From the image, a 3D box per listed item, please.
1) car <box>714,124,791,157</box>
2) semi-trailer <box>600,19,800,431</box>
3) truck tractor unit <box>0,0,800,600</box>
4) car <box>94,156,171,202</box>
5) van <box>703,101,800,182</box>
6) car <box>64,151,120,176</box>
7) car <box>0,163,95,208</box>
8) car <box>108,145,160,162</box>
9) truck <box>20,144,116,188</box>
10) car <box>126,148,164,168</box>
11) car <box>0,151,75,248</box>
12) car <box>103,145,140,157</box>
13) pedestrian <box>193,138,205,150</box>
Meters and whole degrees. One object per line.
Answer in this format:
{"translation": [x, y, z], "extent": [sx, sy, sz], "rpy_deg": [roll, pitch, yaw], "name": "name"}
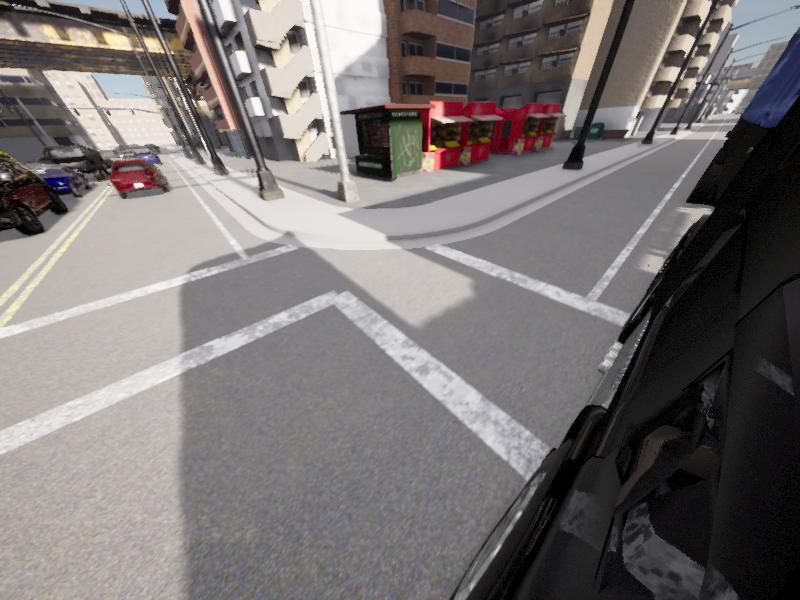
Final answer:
{"translation": [23.406, -10.793, 15.539], "extent": [4.902, 1.511, 2.128], "rpy_deg": [-29, 44, -32], "name": "car"}
{"translation": [8.588, -3.674, 4.338], "extent": [14.254, 4.402, 2.717], "rpy_deg": [-29, 44, -31], "name": "semi-trailer"}
{"translation": [2.645, -0.295, 0.351], "extent": [6.516, 4.208, 3.053], "rpy_deg": [-28, 44, -30], "name": "truck tractor unit"}
{"translation": [-13.461, -6.369, 11.877], "extent": [1.812, 1.442, 4.674], "rpy_deg": [-29, 44, -30], "name": "car"}
{"translation": [16.416, -7.229, 10.334], "extent": [6.366, 2.431, 2.351], "rpy_deg": [-29, 44, -31], "name": "van"}
{"translation": [-28.064, -12.640, 21.265], "extent": [2.163, 1.488, 4.792], "rpy_deg": [-29, 44, -31], "name": "car"}
{"translation": [-17.990, -6.057, 11.923], "extent": [1.895, 1.301, 4.718], "rpy_deg": [-30, 44, -31], "name": "car"}
{"translation": [-38.172, -21.230, 33.405], "extent": [2.128, 1.511, 4.902], "rpy_deg": [-3, 37, 0], "name": "car"}
{"translation": [-23.318, -9.829, 16.662], "extent": [2.390, 2.098, 6.274], "rpy_deg": [-29, 44, -30], "name": "truck"}
{"translation": [-27.246, -15.282, 24.716], "extent": [2.163, 1.488, 4.792], "rpy_deg": [-31, 45, -32], "name": "car"}
{"translation": [-13.156, -3.227, 7.176], "extent": [2.150, 2.045, 5.566], "rpy_deg": [-30, 44, -31], "name": "car"}
{"translation": [-51.729, -27.809, 43.092], "extent": [2.038, 1.542, 4.974], "rpy_deg": [-12, 38, -12], "name": "car"}
{"translation": [-40.435, -31.354, 46.454], "extent": [0.751, 1.860, 0.751], "rpy_deg": [15, 41, 23], "name": "pedestrian"}
